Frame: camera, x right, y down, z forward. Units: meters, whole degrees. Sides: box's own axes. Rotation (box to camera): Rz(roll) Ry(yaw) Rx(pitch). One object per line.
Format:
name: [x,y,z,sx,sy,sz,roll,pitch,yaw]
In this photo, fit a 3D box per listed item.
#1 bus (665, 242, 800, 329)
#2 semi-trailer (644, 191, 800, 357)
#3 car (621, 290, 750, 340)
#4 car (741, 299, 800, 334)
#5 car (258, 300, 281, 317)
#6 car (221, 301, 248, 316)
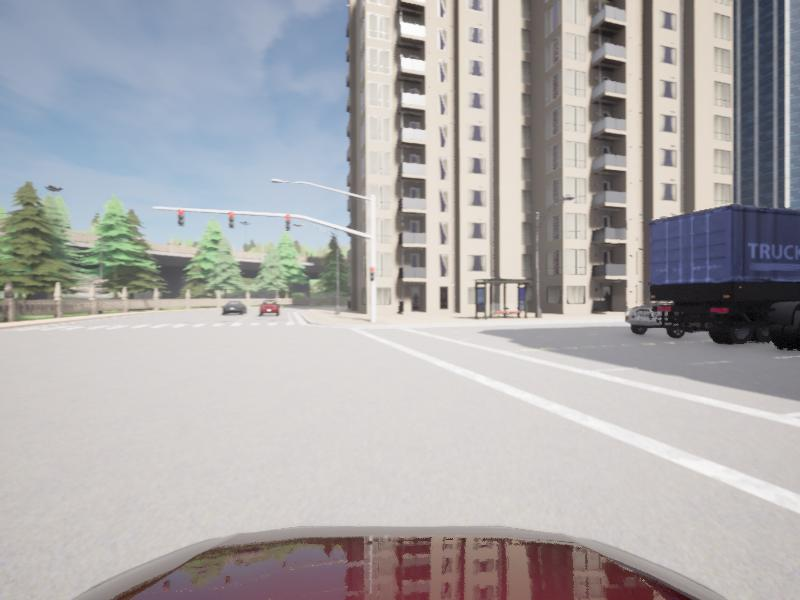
bus: [20.923,-0.733,22.899,10.273,4.253,3.944,0,0,-17]
semi-trailer: [15.260,-0.735,13.966,14.254,4.402,2.717,0,0,-17]
car: [11.806,0.540,16.591,4.605,1.855,1.932,0,0,-17]
car: [18.279,0.694,18.562,3.806,1.475,1.970,0,0,-17]
car: [-12.197,0.708,37.618,1.816,1.474,4.193,0,0,-15]
car: [-16.402,0.773,39.853,1.994,1.385,4.181,0,0,-15]
